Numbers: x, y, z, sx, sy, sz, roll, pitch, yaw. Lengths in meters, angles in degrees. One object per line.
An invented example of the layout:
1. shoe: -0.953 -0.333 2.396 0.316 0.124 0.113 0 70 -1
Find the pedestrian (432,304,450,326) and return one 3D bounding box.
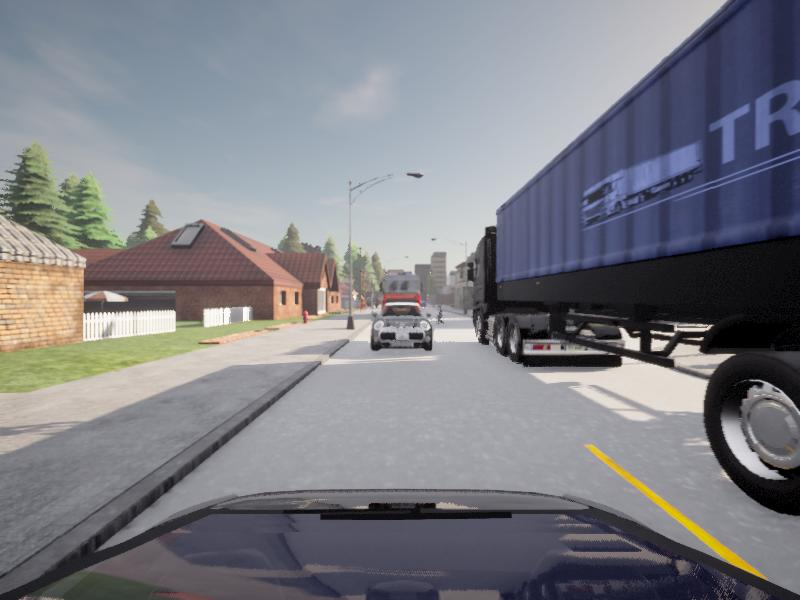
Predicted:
1. pedestrian: 2.511 0.884 24.592 0.751 1.300 0.751 0 0 -38

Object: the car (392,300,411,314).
1. car: 0.191 0.774 46.383 2.128 1.511 4.902 0 0 0

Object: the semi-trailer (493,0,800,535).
1. semi-trailer: 4.040 -0.624 4.464 2.717 4.402 14.254 0 0 0

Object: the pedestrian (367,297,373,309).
1. pedestrian: -4.831 0.448 64.332 0.751 1.860 0.751 0 0 1

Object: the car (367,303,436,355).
1. car: 0.061 0.835 13.326 1.970 1.475 3.806 0 0 0

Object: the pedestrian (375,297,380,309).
1. pedestrian: -3.625 0.448 64.364 0.751 1.860 0.751 0 0 -9

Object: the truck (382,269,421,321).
1. truck: 0.134 -0.365 33.589 2.891 3.827 8.468 0 0 0

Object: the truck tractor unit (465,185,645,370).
1. truck tractor unit: 4.054 -0.536 12.378 3.053 4.208 6.516 0 0 0

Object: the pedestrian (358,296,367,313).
1. pedestrian: -4.197 0.474 44.891 0.751 1.860 0.751 0 0 14
